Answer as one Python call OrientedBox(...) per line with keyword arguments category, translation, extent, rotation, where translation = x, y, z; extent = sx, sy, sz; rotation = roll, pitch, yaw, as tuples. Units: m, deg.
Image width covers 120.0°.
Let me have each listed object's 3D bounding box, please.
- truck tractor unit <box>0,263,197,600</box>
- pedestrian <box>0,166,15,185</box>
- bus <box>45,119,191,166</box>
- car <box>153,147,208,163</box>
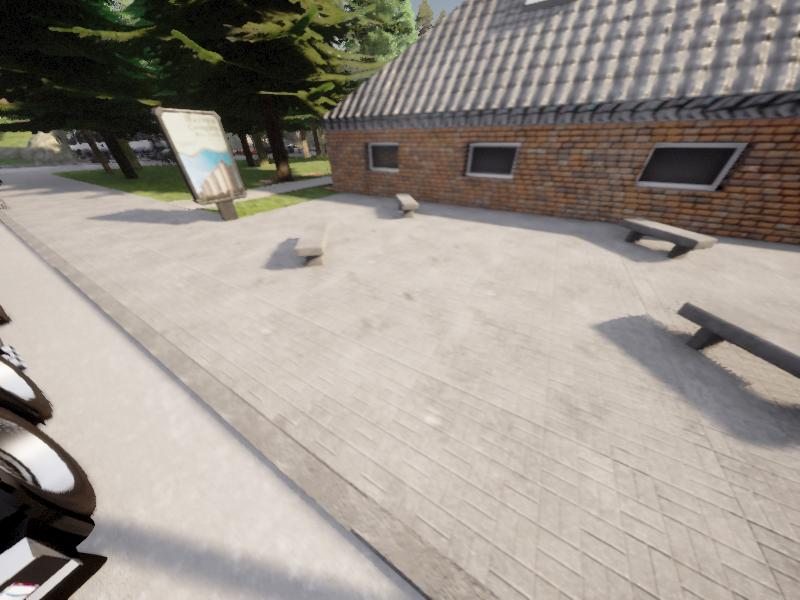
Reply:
OrientedBox(category="truck tractor unit", translation=(-5.113, -0.299, 0.786), extent=(6.516, 4.208, 3.053), rotation=(18, 39, 24))
OrientedBox(category="pedestrian", translation=(-24.930, -8.047, 13.946), extent=(0.751, 1.860, 0.751), rotation=(-26, 42, -32))
OrientedBox(category="bus", translation=(-34.440, -19.941, 29.250), extent=(3.944, 4.253, 10.273), rotation=(18, 39, 24))
OrientedBox(category="car", translation=(-29.256, -19.517, 31.014), extent=(1.837, 1.490, 4.892), rotation=(18, 39, 24))
